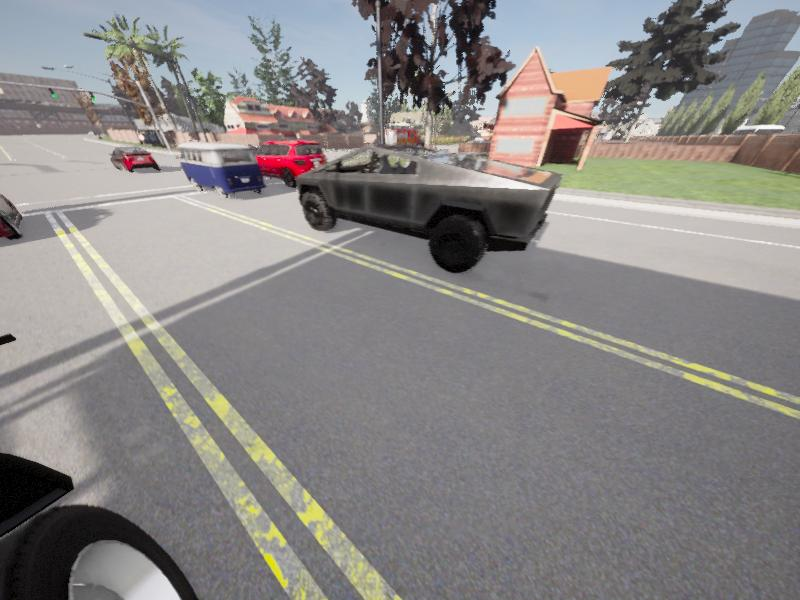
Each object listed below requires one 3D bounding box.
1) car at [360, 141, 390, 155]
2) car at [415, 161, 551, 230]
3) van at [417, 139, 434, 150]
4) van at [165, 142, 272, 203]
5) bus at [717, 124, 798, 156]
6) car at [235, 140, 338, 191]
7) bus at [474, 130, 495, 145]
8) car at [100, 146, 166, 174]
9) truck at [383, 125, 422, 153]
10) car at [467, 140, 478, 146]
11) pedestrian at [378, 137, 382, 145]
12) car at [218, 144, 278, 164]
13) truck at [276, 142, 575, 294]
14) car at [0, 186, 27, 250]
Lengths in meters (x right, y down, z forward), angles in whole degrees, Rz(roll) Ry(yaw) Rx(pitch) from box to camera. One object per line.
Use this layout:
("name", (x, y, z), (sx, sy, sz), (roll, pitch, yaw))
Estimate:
("car", (-4.033, -24.904, 37.724), (2.152, 1.651, 5.027), (21, 40, 27))
("car", (2.681, -3.766, 7.981), (3.806, 1.475, 1.970), (22, 41, 28))
("van", (5.445, -33.447, 49.599), (1.775, 1.987, 4.442), (19, 39, 25))
("van", (-8.260, -5.967, 10.550), (4.442, 1.987, 1.775), (22, 41, 28))
("bus", (64.178, -29.146, 42.108), (3.944, 4.253, 10.273), (22, 41, 27))
("car", (-6.372, -7.684, 12.942), (5.566, 2.045, 2.150), (22, 41, 28))
("bus", (31.387, -60.302, 85.913), (3.944, 4.253, 10.273), (21, 40, 27))
("car", (-20.147, -10.636, 17.428), (4.514, 1.525, 2.007), (22, 41, 28))
("truck", (0.660, -29.882, 42.910), (2.891, 3.827, 8.468), (21, 40, 27))
("car", (24.871, -53.662, 78.801), (1.801, 1.575, 5.366), (21, 40, 27))
("pedestrian", (-5.548, -43.516, 63.314), (0.751, 1.860, 0.751), (21, 40, 27))
("car", (-15.292, -14.948, 23.605), (1.837, 1.490, 4.892), (10, 36, 17))
("truck", (0.122, -2.577, 5.733), (6.274, 2.098, 2.390), (22, 41, 28))
("car", (-11.618, -2.225, 5.753), (4.181, 1.385, 1.994), (24, 42, 30))
